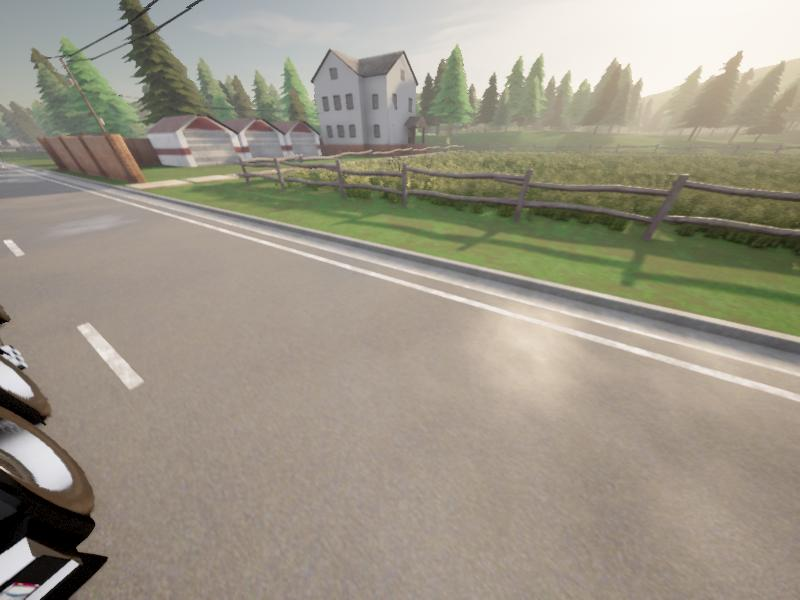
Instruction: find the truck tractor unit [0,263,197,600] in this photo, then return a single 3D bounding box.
[{"bbox_3d":[-5.111,-0.299,0.784,6.516,4.208,3.053,18,39,24],"label":"truck tractor unit"}]
